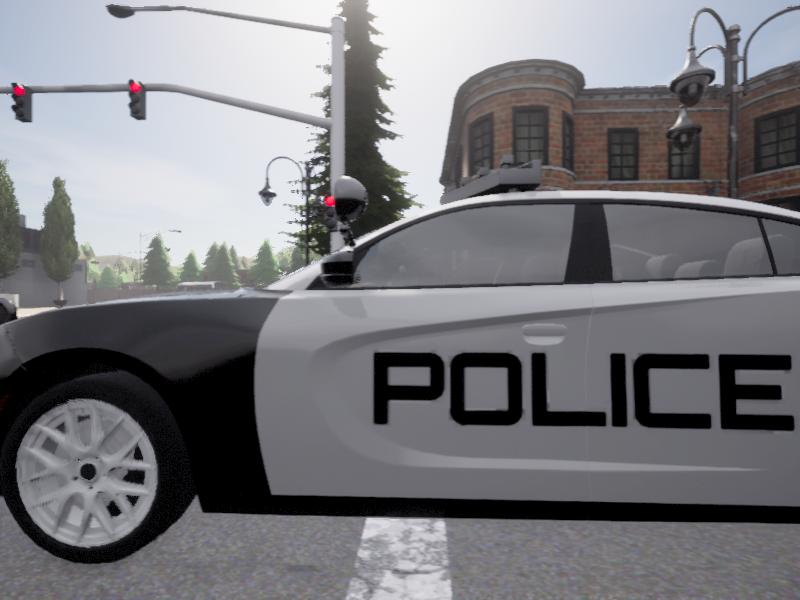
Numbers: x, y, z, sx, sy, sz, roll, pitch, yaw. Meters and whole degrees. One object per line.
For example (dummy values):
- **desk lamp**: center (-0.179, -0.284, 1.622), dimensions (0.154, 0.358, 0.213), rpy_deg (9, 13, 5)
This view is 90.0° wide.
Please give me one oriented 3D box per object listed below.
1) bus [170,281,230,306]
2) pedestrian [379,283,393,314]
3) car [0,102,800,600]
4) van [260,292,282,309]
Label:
- **bus**: center (-35.936, -1.104, 71.772), dimensions (10.273, 4.253, 3.944), rpy_deg (0, 0, 23)
- **pedestrian**: center (-0.847, -0.113, 24.380), dimensions (0.751, 1.860, 0.751), rpy_deg (0, 0, 1)
- **car**: center (0.387, 0.170, 2.321), dimensions (5.238, 1.638, 1.930), rpy_deg (0, 0, 3)
- **van**: center (-15.911, 0.011, 49.297), dimensions (1.775, 1.987, 4.442), rpy_deg (0, 0, -29)
